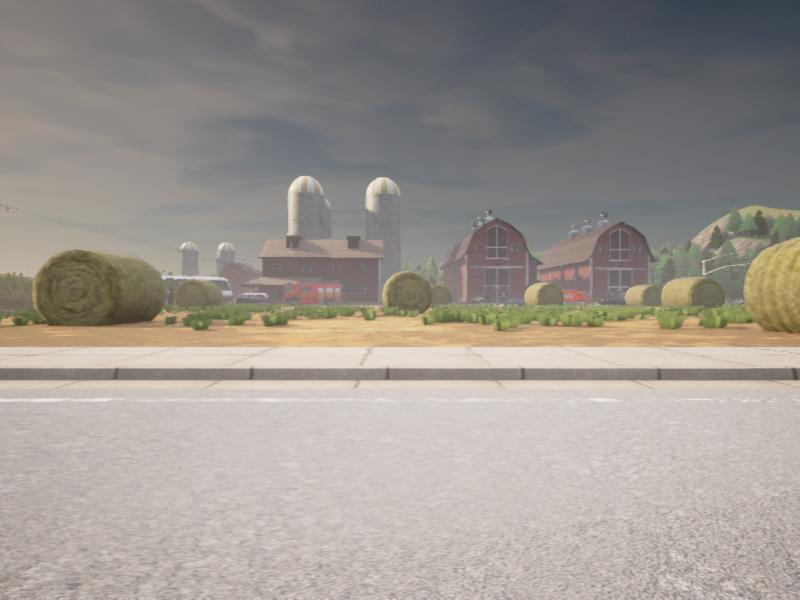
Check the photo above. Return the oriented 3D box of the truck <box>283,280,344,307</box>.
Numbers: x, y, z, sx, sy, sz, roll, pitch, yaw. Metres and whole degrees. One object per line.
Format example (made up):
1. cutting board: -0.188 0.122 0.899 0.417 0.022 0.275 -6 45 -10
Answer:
1. truck: -12.691 -0.914 58.993 8.468 3.827 2.891 0 0 -4

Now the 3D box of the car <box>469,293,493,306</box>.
1. car: 13.195 -0.101 64.896 1.905 1.878 3.866 8 7 43

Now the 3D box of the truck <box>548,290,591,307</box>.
1. truck: 24.490 -0.230 57.969 5.204 2.467 2.627 0 0 -4

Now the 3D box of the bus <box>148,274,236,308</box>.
1. bus: -28.066 -1.127 54.271 10.273 4.253 3.944 0 0 -31

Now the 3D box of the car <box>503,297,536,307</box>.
1. car: 17.138 0.301 57.465 4.181 1.385 1.994 0 1 -3

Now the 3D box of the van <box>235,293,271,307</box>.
1. van: -21.418 -0.025 58.407 4.480 2.038 2.069 0 0 -3

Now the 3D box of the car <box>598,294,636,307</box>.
1. car: 31.704 0.068 58.459 4.605 1.855 1.932 0 0 -4

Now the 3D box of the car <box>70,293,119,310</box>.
1. car: -33.505 0.122 44.005 2.097 1.767 4.553 0 0 -3
